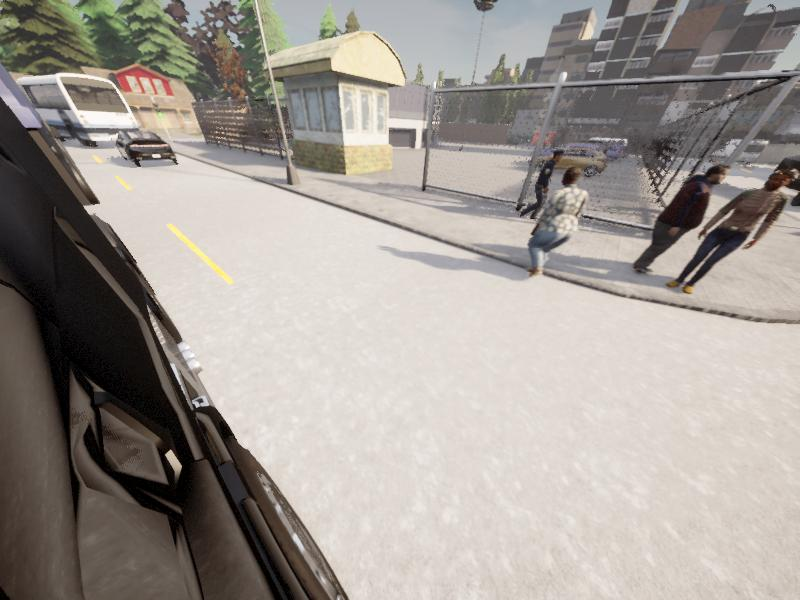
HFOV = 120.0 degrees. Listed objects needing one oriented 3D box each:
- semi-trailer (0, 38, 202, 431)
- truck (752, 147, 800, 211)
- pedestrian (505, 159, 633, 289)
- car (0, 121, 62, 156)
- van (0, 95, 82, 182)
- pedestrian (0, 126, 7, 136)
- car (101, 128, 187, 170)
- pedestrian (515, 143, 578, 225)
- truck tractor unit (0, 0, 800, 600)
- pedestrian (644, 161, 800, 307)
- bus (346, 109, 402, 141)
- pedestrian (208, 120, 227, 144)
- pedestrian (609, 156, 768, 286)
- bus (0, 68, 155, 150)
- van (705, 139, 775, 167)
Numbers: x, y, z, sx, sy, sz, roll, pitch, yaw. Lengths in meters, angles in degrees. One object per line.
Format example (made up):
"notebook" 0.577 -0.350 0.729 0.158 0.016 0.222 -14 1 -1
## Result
"semi-trailer" -8.740 -3.575 4.187 14.254 4.402 2.717 28 43 29
"truck" 19.850 -5.524 10.521 2.390 2.098 6.274 28 44 30
"pedestrian" 2.522 -1.158 3.760 0.751 1.860 0.751 -1 37 -5
"car" -23.386 -10.107 14.386 3.705 1.549 1.789 24 42 26
"van" -16.257 -6.993 9.855 5.915 2.561 1.988 28 43 30
"pedestrian" -37.759 -16.296 21.275 0.751 1.860 0.751 27 43 29
"car" -14.375 -8.580 12.945 4.902 1.511 2.128 28 44 30
"pedestrian" 3.956 -3.158 6.349 0.751 1.860 0.751 26 43 28
"truck tractor unit" -2.645 -0.295 0.351 6.516 4.208 3.053 28 44 30
"pedestrian" 4.889 -0.945 3.453 0.751 1.860 0.751 -18 41 -25
"bus" -4.441 -32.092 42.676 3.944 4.253 10.273 28 43 30
"pedestrian" -18.302 -16.838 23.206 0.751 1.860 0.751 28 43 29
"pedestrian" 4.669 -1.300 3.913 0.751 1.860 0.751 -19 42 -26
"bus" -26.269 -15.207 18.761 10.273 4.253 3.944 19 39 20
"van" 42.577 -18.777 29.280 1.988 2.561 5.915 18 39 19
